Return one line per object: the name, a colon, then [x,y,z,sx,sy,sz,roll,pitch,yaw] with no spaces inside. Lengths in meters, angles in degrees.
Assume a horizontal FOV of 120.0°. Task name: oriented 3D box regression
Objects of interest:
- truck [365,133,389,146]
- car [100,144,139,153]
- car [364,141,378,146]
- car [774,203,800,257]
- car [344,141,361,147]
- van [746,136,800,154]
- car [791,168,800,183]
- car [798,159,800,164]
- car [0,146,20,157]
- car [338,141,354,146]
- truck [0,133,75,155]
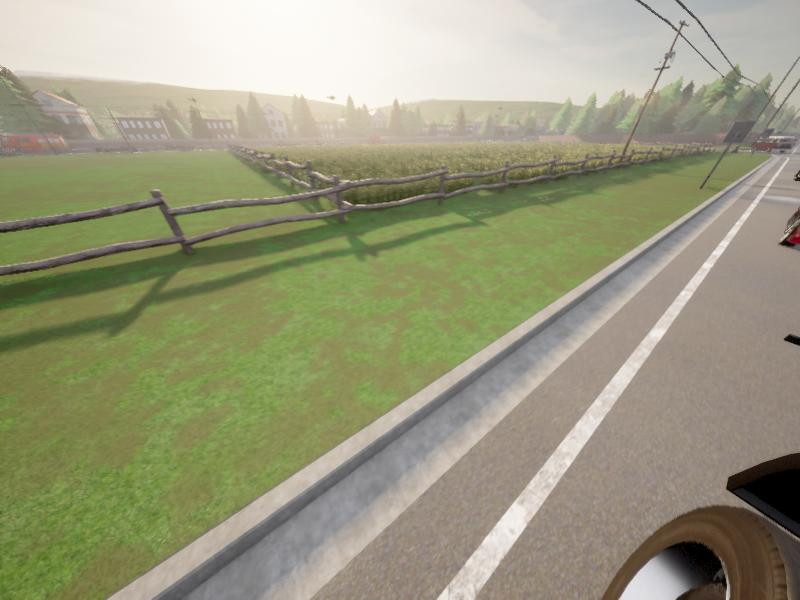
truck: [-8.571,-60.071,86.297,8.468,3.827,2.891,-22,40,-27]
car: [-63.653,-34.450,52.532,5.238,1.638,1.930,-22,40,-27]
car: [-11.068,-60.521,89.054,4.902,1.511,2.128,-22,40,-27]
car: [11.051,-1.922,5.317,4.181,1.385,1.994,-22,40,-28]
car: [-16.118,-53.630,79.228,5.366,1.575,1.801,-22,40,-27]
van: [52.643,-21.894,32.560,2.069,2.038,4.480,15,38,20]
car: [24.998,-7.721,13.148,5.027,1.651,2.152,-22,40,-28]
car: [39.530,-13.596,21.423,4.792,1.488,2.163,-22,40,-28]
car: [-75.185,-27.298,42.609,4.611,1.667,2.242,-22,40,-27]
car: [-18.937,-54.933,81.130,5.008,1.535,1.882,-22,40,-27]
truck: [-79.029,-34.027,50.252,8.468,3.827,2.891,-22,40,-27]
